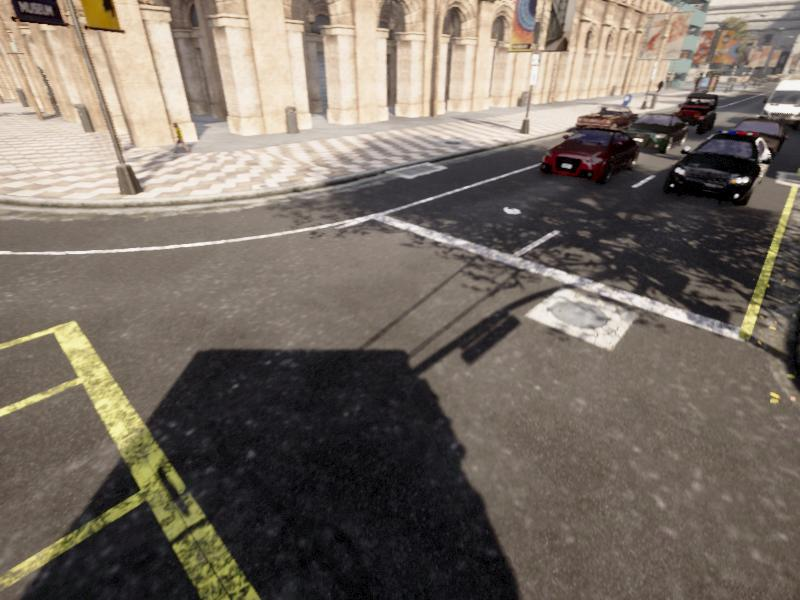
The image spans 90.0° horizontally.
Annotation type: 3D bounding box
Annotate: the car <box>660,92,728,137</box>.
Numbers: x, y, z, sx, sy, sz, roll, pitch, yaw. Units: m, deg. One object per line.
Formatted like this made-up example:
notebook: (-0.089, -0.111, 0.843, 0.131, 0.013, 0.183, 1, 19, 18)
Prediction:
car: (16.462, -10.436, 22.358, 1.905, 1.878, 3.866, 26, 39, 36)

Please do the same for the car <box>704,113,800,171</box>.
car: (14.225, -6.477, 16.026, 2.033, 1.411, 5.357, 26, 39, 36)

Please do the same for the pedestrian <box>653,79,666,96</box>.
pedestrian: (32.972, -27.038, 50.800, 0.751, 1.860, 0.751, 25, 38, 35)

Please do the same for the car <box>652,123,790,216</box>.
car: (9.322, -3.968, 11.496, 2.038, 1.542, 4.974, 26, 39, 36)

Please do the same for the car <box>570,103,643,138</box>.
car: (11.401, -9.911, 21.940, 1.895, 1.301, 4.718, 26, 39, 36)

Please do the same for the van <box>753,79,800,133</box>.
van: (23.968, -12.088, 24.690, 1.988, 2.561, 5.915, 26, 39, 36)

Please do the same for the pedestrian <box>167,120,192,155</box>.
pedestrian: (-7.992, -5.897, 14.537, 0.500, 1.100, 0.500, -8, 31, -14)

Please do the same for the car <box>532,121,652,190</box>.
car: (6.402, -4.926, 13.241, 1.994, 1.385, 4.181, 26, 39, 36)

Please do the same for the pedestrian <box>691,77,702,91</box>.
pedestrian: (46.800, -34.073, 63.122, 0.751, 1.860, 0.751, -23, 37, -34)

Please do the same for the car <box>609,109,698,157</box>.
car: (11.269, -7.477, 17.706, 1.994, 1.385, 4.181, 27, 39, 37)
